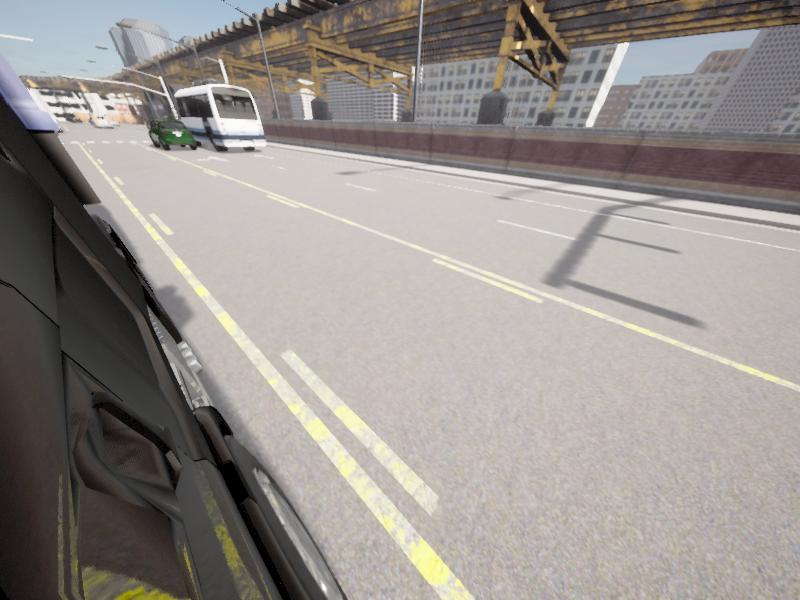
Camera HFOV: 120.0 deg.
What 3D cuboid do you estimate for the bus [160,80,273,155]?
[{"bbox_3d":[-16.239,-15.832,20.394,10.273,4.253,3.944,28,44,30],"label":"bus"}]

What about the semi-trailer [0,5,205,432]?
[{"bbox_3d":[-8.950,-3.413,3.974,14.254,4.402,2.717,25,41,27],"label":"semi-trailer"}]

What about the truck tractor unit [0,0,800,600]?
[{"bbox_3d":[-2.645,-0.295,0.351,6.516,4.208,3.053,28,44,30],"label":"truck tractor unit"}]

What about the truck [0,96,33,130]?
[{"bbox_3d":[-60.620,-28.698,35.392,8.468,3.827,2.891,28,44,30],"label":"truck"}]

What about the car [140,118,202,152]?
[{"bbox_3d":[-19.507,-14.035,19.632,5.566,2.045,2.150,28,44,30],"label":"car"}]

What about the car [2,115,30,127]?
[{"bbox_3d":[-67.896,-31.668,40.905,4.892,1.490,1.837,28,44,30],"label":"car"}]

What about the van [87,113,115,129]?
[{"bbox_3d":[-61.399,-36.795,47.403,6.366,2.431,2.351,28,44,30],"label":"van"}]
